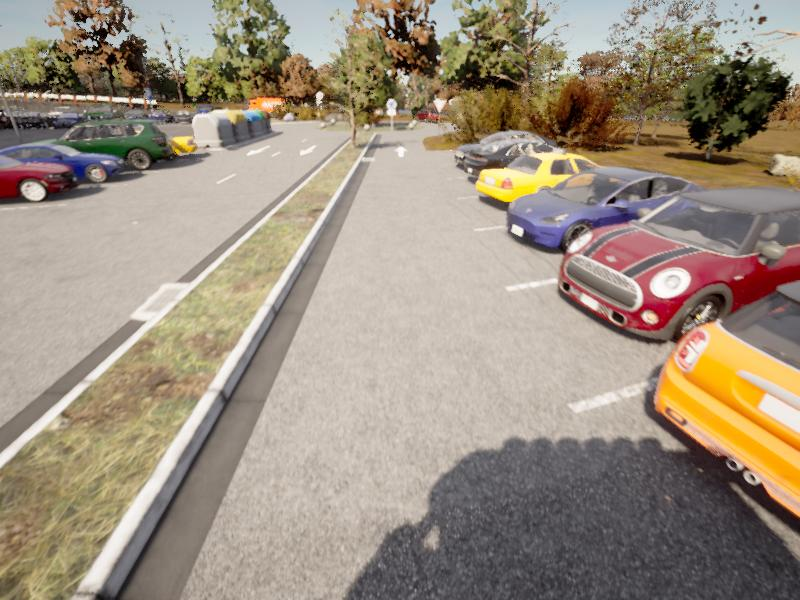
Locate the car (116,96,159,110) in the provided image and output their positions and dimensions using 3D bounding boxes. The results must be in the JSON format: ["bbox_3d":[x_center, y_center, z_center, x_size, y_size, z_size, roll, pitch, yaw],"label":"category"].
[{"bbox_3d":[-36.817,-27.664,56.177,4.514,1.525,2.007,4,26,-1],"label":"car"}]

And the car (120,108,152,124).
[{"bbox_3d":[-33.345,-23.292,50.713,2.185,1.767,4.553,-8,26,-17],"label":"car"}]

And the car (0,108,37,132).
[{"bbox_3d":[-34.828,-15.970,35.379,2.185,1.767,4.553,-9,28,-17],"label":"car"}]

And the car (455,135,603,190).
[{"bbox_3d":[4.850,-5.380,15.346,4.892,1.521,2.231,-9,28,-18],"label":"car"}]

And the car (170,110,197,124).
[{"bbox_3d":[-27.293,-23.159,50.650,2.231,1.521,4.892,-8,26,-17],"label":"car"}]

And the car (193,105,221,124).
[{"bbox_3d":[-24.291,-23.390,50.511,2.435,2.045,5.566,-9,26,-17],"label":"car"}]

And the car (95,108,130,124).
[{"bbox_3d":[-36.372,-23.293,50.754,2.185,1.767,4.553,-8,26,-17],"label":"car"}]

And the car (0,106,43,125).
[{"bbox_3d":[-48.457,-23.425,50.893,2.435,2.045,5.566,-9,26,-17],"label":"car"}]

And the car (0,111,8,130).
[{"bbox_3d":[-37.862,-15.953,35.660,1.946,1.575,5.366,-9,28,-17],"label":"car"}]

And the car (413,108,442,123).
[{"bbox_3d":[3.340,-22.732,49.245,1.851,1.617,3.988,-12,29,-23],"label":"car"}]

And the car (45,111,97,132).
[{"bbox_3d":[-28.919,-15.827,35.387,2.002,1.452,4.674,-9,28,-17],"label":"car"}]

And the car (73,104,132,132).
[{"bbox_3d":[-25.945,-16.074,35.192,2.435,2.045,5.566,-9,27,-17],"label":"car"}]

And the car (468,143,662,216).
[{"bbox_3d":[5.023,-3.861,12.388,5.366,1.575,1.946,-9,28,-18],"label":"car"}]

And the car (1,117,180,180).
[{"bbox_3d":[-13.304,-6.874,17.862,5.566,2.045,2.435,-10,29,-17],"label":"car"}]

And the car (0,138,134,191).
[{"bbox_3d":[-13.291,-5.235,15.331,4.674,1.452,2.002,-10,28,-17],"label":"car"}]

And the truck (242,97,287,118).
[{"bbox_3d":[-18.868,-26.976,56.137,5.204,2.467,2.627,2,26,0],"label":"truck"}]

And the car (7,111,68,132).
[{"bbox_3d":[-31.877,-15.863,35.411,2.231,1.521,4.892,-9,28,-17],"label":"car"}]

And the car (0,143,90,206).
[{"bbox_3d":[-13.309,-3.884,12.624,5.008,1.535,2.097,-10,28,-17],"label":"car"}]

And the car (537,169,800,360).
[{"bbox_3d":[4.872,-0.839,6.246,4.553,1.767,2.185,-9,29,-18],"label":"car"}]

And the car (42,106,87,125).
[{"bbox_3d":[-42.392,-23.394,50.749,2.435,2.045,5.566,-8,26,-17],"label":"car"}]

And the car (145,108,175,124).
[{"bbox_3d":[-30.308,-23.263,50.610,2.185,1.767,4.553,-9,26,-17],"label":"car"}]

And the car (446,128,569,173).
[{"bbox_3d":[4.867,-6.935,18.363,4.892,1.521,2.231,-9,29,-18],"label":"car"}]

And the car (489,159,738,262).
[{"bbox_3d":[4.821,-2.243,9.313,4.792,1.488,2.163,-9,29,-18],"label":"car"}]

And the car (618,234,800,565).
[{"bbox_3d":[4.808,0.529,3.587,4.553,1.767,2.185,-9,28,-18],"label":"car"}]

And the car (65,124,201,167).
[{"bbox_3d":[-13.437,-8.025,20.616,5.366,1.575,1.946,-10,29,-17],"label":"car"}]
